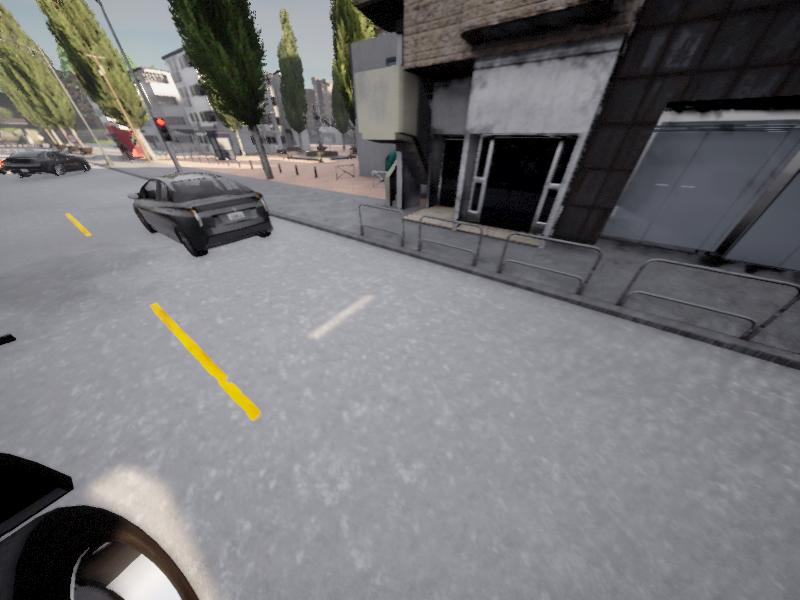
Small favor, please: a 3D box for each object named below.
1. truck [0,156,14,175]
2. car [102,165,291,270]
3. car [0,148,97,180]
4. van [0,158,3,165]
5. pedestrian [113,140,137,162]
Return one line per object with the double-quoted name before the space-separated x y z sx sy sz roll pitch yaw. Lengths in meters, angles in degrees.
"truck" -30.504 -10.244 16.145 5.204 2.467 2.627 22 41 28
"car" -5.302 -2.456 6.054 4.514 1.525 2.007 22 41 28
"car" -24.231 -9.523 16.007 1.837 1.490 4.892 -12 37 -20
"van" -41.425 -14.703 22.352 5.915 2.561 1.988 22 41 28
"pedestrian" -27.765 -15.092 23.358 0.751 1.860 0.751 22 41 28
